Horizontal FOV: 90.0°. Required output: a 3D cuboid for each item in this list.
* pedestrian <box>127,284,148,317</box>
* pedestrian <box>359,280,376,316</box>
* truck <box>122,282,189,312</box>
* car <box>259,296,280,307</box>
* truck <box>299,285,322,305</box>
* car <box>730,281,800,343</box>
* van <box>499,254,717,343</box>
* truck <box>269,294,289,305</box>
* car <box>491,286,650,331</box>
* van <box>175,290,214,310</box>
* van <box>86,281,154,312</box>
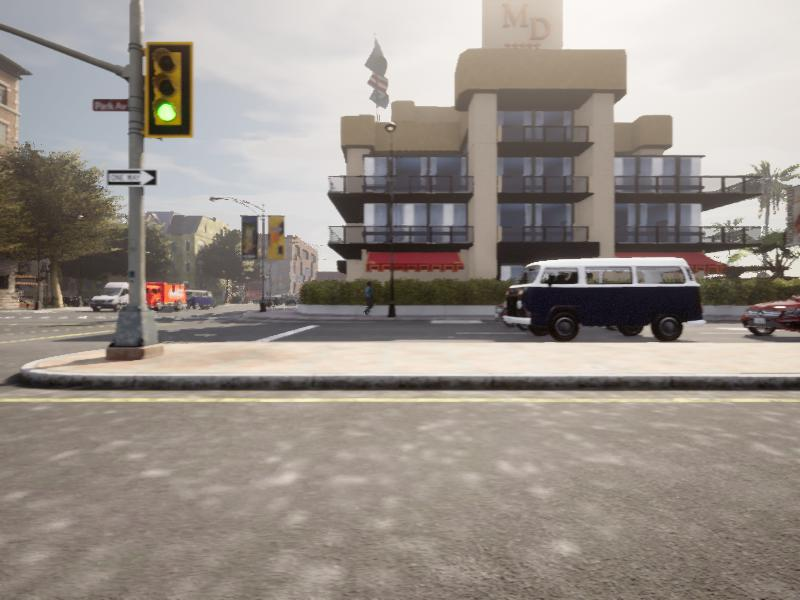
[{"bbox_3d":[-14.721,0.033,22.474,0.751,1.860,0.751,0,0,-8],"label":"pedestrian"},{"bbox_3d":[-1.678,-0.116,20.867,0.751,1.860,0.751,0,0,9],"label":"pedestrian"},{"bbox_3d":[-21.136,-0.250,34.912,2.627,2.467,5.204,0,0,0],"label":"truck"},{"bbox_3d":[-17.748,0.209,54.563,1.789,1.549,3.705,0,0,0],"label":"car"},{"bbox_3d":[-17.887,-0.930,80.437,2.891,3.827,8.468,0,0,0],"label":"truck"},{"bbox_3d":[11.499,0.273,10.201,4.674,1.442,1.812,0,0,0],"label":"car"},{"bbox_3d":[5.030,-0.027,10.195,4.480,2.038,2.069,0,0,0],"label":"van"},{"bbox_3d":[-24.905,-0.068,82.596,2.390,2.098,6.274,0,0,0],"label":"truck"},{"bbox_3d":[5.643,0.271,13.700,4.674,1.442,1.812,0,0,0],"label":"car"},{"bbox_3d":[-21.173,-0.008,41.411,1.775,1.987,4.442,0,0,0],"label":"van"},{"bbox_3d":[-24.650,-0.285,35.600,1.988,2.561,5.915,0,0,-1],"label":"van"}]
